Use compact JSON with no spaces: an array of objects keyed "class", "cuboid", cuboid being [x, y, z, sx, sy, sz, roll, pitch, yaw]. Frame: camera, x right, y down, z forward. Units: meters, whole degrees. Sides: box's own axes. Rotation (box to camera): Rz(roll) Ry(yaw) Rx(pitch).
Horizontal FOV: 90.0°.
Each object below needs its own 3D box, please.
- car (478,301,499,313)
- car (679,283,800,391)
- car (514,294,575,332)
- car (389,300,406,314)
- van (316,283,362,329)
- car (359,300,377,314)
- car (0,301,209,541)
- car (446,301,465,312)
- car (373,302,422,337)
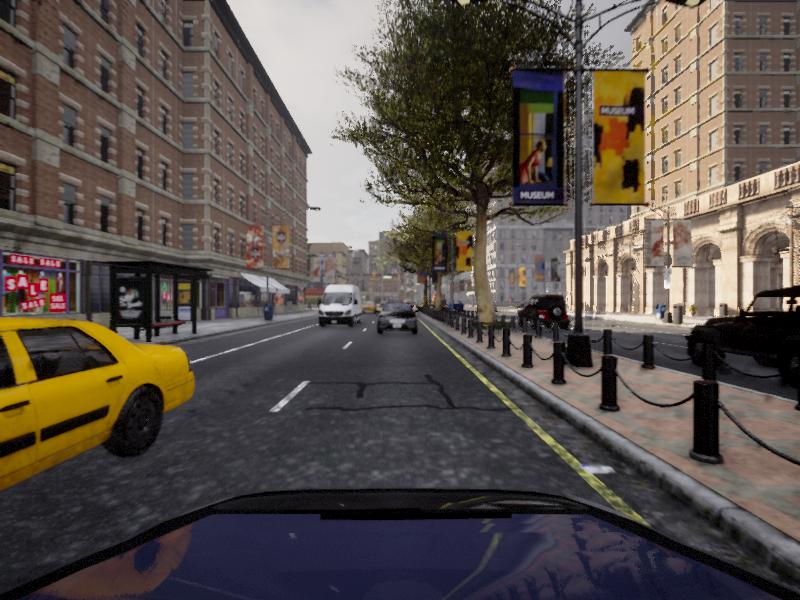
[{"class":"car","cuboid":[11.138,0.892,50.703,1.816,1.474,4.193,0,0,0]},{"class":"car","cuboid":[7.927,0.652,8.065,1.905,1.878,3.866,0,0,0]},{"class":"car","cuboid":[7.862,0.662,22.160,1.905,1.878,3.866,0,0,0]},{"class":"car","cuboid":[-0.288,0.823,47.346,1.851,1.617,3.988,0,0,0]},{"class":"van","cuboid":[-3.644,0.342,24.989,1.988,2.561,5.915,0,0,0]},{"class":"car","cuboid":[-3.793,0.836,48.566,1.801,1.575,5.366,0,0,0]},{"class":"car","cuboid":[-3.535,0.803,2.784,1.801,1.575,5.366,0,0,1]},{"class":"car","cuboid":[7.630,0.863,55.288,1.882,1.535,5.008,0,0,0]},{"class":"car","cuboid":[-0.121,0.850,19.703,2.128,1.511,4.902,0,0,0]}]
